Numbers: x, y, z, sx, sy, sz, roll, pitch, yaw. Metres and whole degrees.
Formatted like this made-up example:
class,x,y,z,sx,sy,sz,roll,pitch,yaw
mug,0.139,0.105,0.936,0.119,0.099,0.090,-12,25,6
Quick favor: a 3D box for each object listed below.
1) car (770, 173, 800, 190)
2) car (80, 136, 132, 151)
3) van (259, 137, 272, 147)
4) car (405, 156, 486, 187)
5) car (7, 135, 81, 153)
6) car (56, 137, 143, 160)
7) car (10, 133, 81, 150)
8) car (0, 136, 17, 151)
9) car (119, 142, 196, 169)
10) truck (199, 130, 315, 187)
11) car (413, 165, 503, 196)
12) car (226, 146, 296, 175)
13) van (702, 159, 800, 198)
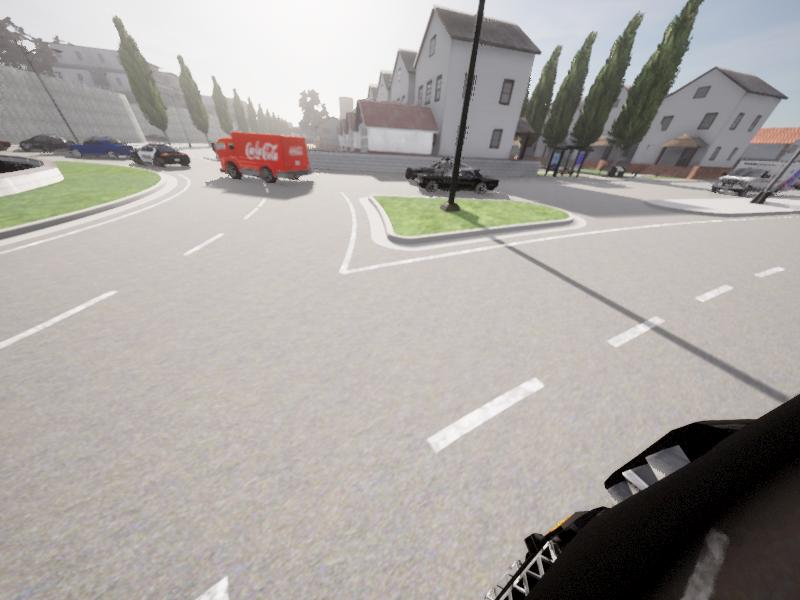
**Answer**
class,x,y,z,sx,sy,sz,roll,pitch,yaw
car,46.408,-13.799,26.965,4.193,1.474,1.816,-7,35,-15
car,-41.494,-22.290,32.832,2.038,1.542,4.974,-6,35,-14
van,-42.718,-50.119,73.407,1.988,2.561,5.915,-6,35,-14
car,3.075,-9.243,16.595,5.238,1.638,1.930,-1,34,-5
car,-39.423,-17.472,25.834,1.812,1.442,4.674,-5,35,-12
car,-28.701,-14.603,22.271,5.008,1.535,1.882,0,34,-5
car,-43.918,-19.786,28.884,2.038,1.542,4.974,-6,35,-13
car,-42.290,-15.439,22.690,1.895,1.301,4.718,-2,34,-7
car,-19.480,-11.683,18.610,4.974,1.542,2.038,16,36,19
truck,-8.453,-8.719,14.172,5.204,2.467,2.627,11,35,12
car,3.304,-7.170,13.809,4.718,1.301,1.895,-1,34,-5
car,-11.080,-11.210,18.457,4.856,1.649,2.033,18,36,22
van,29.506,-10.058,19.165,6.366,2.431,2.351,-7,35,-15
